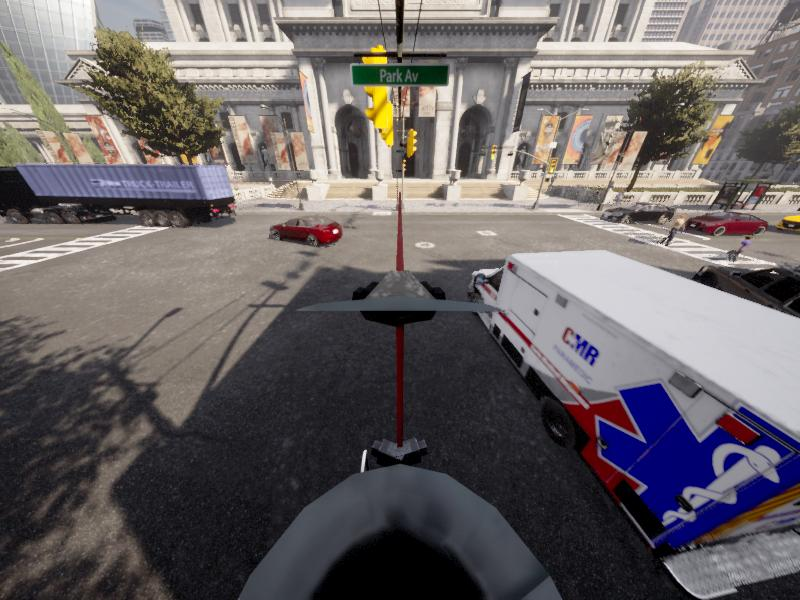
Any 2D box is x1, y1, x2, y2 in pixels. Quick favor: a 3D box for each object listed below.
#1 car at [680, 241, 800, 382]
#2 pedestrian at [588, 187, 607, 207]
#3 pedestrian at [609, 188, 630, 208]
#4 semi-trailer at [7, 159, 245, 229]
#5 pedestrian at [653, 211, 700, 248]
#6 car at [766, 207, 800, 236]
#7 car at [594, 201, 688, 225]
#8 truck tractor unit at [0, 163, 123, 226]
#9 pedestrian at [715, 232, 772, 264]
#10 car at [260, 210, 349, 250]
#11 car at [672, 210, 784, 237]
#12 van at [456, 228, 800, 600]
[{"bbox_3d":[10.082,0.083,5.980,1.932,1.855,4.605,17,34,26],"label":"car"},{"bbox_3d":[21.643,-11.295,25.356,0.751,1.860,0.751,-3,30,-5],"label":"pedestrian"},{"bbox_3d":[23.230,-10.798,24.495,0.751,1.860,0.751,-6,30,-10],"label":"pedestrian"},{"bbox_3d":[-20.199,-8.160,17.708,14.254,4.402,2.717,3,30,6],"label":"semi-trailer"},{"bbox_3d":[15.349,-3.922,12.890,0.751,1.860,0.751,1,30,2],"label":"pedestrian"},{"bbox_3d":[29.325,-5.336,15.709,5.008,1.535,1.882,0,30,0],"label":"car"},{"bbox_3d":[19.311,-7.087,18.771,4.902,1.511,2.128,0,30,0],"label":"car"},{"bbox_3d":[-28.080,-8.414,18.341,6.516,4.208,3.053,0,30,1],"label":"truck tractor unit"},{"bbox_3d":[16.118,-2.441,10.884,0.751,1.300,0.751,2,30,3],"label":"pedestrian"},{"bbox_3d":[-5.805,-4.414,14.170,4.792,1.488,2.163,14,33,22],"label":"car"},{"bbox_3d":[22.117,-5.268,15.761,4.181,1.385,1.994,0,30,0],"label":"car"},{"bbox_3d":[3.475,0.536,4.649,2.351,2.431,6.366,-4,30,-6],"label":"van"}]
